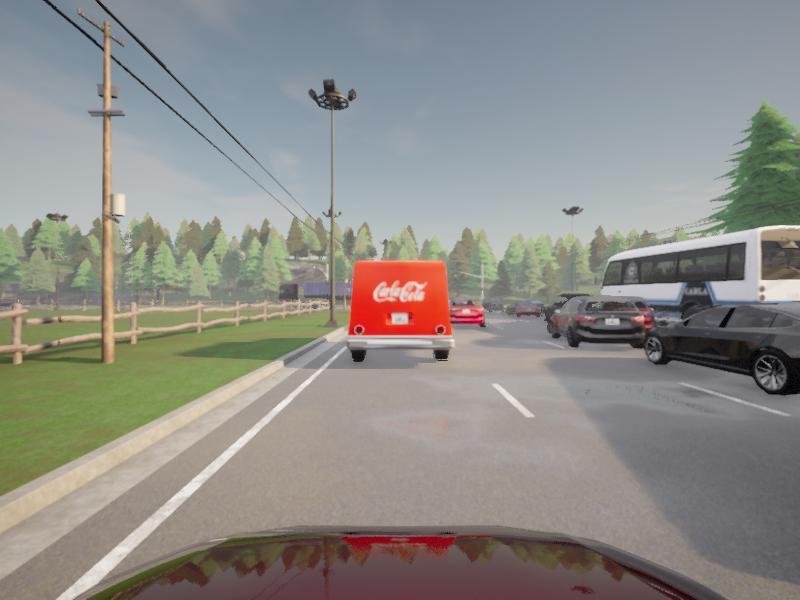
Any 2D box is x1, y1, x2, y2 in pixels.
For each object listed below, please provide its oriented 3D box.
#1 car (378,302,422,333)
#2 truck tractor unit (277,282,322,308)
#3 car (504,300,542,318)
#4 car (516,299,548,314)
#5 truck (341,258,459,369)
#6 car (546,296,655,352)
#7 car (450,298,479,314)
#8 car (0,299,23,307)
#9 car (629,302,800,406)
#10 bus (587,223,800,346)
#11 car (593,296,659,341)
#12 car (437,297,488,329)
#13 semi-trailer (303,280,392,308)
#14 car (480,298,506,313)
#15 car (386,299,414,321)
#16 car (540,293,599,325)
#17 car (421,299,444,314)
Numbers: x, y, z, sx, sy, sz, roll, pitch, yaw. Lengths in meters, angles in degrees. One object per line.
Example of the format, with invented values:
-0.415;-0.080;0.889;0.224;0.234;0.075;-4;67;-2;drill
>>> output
0.001;0.809;20.595;1.994;1.385;4.181;0;0;0;car
-16.339;-0.831;65.335;6.516;4.208;3.053;0;1;0;truck tractor unit
10.471;0.742;34.381;1.994;1.385;4.181;0;0;1;car
13.905;0.667;42.450;1.812;1.442;4.674;0;0;-2;car
0.001;0.300;11.503;2.627;2.467;5.204;0;0;0;truck
6.787;0.688;14.189;2.242;1.667;4.611;0;0;10;car
6.818;0.576;42.764;2.152;1.651;5.027;0;0;-2;car
-68.160;0.524;69.190;4.193;1.474;1.816;0;0;0;car
6.999;0.813;7.955;2.163;1.488;4.792;0;0;0;car
13.581;-0.621;19.083;3.944;4.253;10.273;-1;1;-4;bus
9.821;0.673;17.505;2.242;1.667;4.611;0;0;29;car
3.501;0.645;23.219;2.242;1.667;4.611;0;0;0;car
-8.425;-0.929;65.293;14.254;4.402;2.717;0;0;0;semi-trailer
10.254;0.604;44.502;1.789;1.549;3.705;0;1;-4;car
0.000;0.683;30.419;2.007;1.525;4.514;0;0;0;car
10.575;0.526;25.311;1.905;1.878;3.866;0;1;-3;car
3.352;0.619;42.599;1.882;1.535;5.008;0;0;-2;car
